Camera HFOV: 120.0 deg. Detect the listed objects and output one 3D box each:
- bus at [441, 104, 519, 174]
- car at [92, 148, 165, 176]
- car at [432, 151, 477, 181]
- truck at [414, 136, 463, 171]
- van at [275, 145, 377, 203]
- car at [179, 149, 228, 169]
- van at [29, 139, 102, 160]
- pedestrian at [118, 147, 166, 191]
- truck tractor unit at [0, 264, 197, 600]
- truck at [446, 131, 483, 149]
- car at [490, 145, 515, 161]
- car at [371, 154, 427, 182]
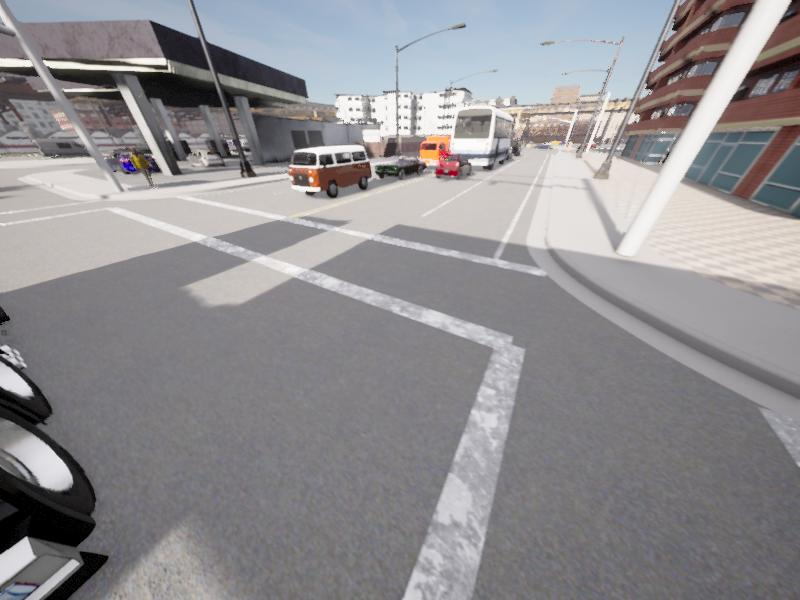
[{"bbox_3d":[7.765,-14.828,21.513,3.944,4.253,10.273,18,39,24],"label":"bus"},{"bbox_3d":[-21.746,-11.160,18.544,4.611,1.667,2.242,18,39,25],"label":"car"},{"bbox_3d":[3.878,-9.504,16.279,1.845,1.501,3.633,17,39,24],"label":"car"},{"bbox_3d":[3.645,-13.777,21.597,2.627,2.467,5.204,17,39,24],"label":"truck"},{"bbox_3d":[-3.289,-6.475,11.541,2.069,2.038,4.480,17,38,23],"label":"van"},{"bbox_3d":[-19.540,-14.099,23.028,3.806,1.475,1.970,18,39,25],"label":"car"},{"bbox_3d":[-53.476,-24.332,37.177,1.988,2.561,5.915,18,39,24],"label":"van"},{"bbox_3d":[-12.955,-6.606,11.665,0.751,1.860,0.751,21,40,28],"label":"pedestrian"},{"bbox_3d":[-5.111,-0.301,0.779,6.516,4.208,3.053,18,39,24],"label":"truck tractor unit"},{"bbox_3d":[17.143,-42.836,62.030,8.468,3.827,2.891,18,39,24],"label":"truck"},{"bbox_3d":[13.351,-19.169,30.082,2.038,1.542,4.974,17,38,23],"label":"car"},{"bbox_3d":[0.108,-9.631,16.698,1.895,1.301,4.718,17,39,24],"label":"car"}]
